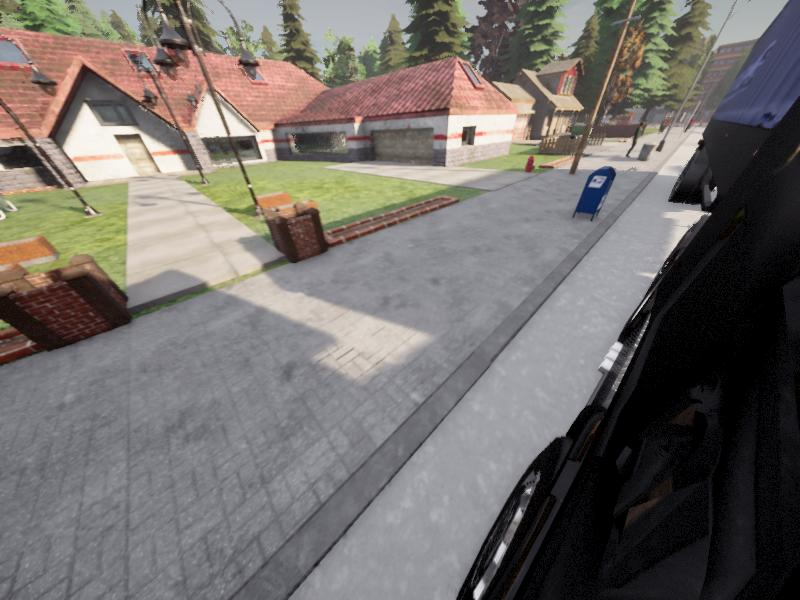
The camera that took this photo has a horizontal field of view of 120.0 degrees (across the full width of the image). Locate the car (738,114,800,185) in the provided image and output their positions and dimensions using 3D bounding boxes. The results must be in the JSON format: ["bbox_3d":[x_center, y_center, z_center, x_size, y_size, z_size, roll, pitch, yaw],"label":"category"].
[{"bbox_3d":[16.208,-6.000,9.088,1.932,1.855,4.605,27,48,28],"label":"car"}]

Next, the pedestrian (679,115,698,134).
[{"bbox_3d":[37.281,-22.654,29.872,0.751,1.860,0.751,-29,44,-31],"label":"pedestrian"}]

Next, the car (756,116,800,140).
[{"bbox_3d":[35.918,-16.132,21.622,4.856,1.649,2.033,-31,45,-32],"label":"car"}]

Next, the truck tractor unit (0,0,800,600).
[{"bbox_3d":[2.645,-0.295,0.351,6.516,4.208,3.053,-28,44,-30],"label":"truck tractor unit"}]

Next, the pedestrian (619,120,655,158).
[{"bbox_3d":[14.491,-9.866,14.188,0.751,1.860,0.751,19,42,26],"label":"pedestrian"}]

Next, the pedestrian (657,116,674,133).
[{"bbox_3d":[37.640,-24.848,32.791,0.751,1.860,0.751,-29,44,-31],"label":"pedestrian"}]

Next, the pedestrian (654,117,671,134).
[{"bbox_3d":[35.449,-23.556,31.198,0.751,1.860,0.751,-31,45,-33],"label":"pedestrian"}]

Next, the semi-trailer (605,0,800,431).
[{"bbox_3d":[8.355,-3.817,4.540,14.254,4.402,2.717,-32,45,-33],"label":"semi-trailer"}]
